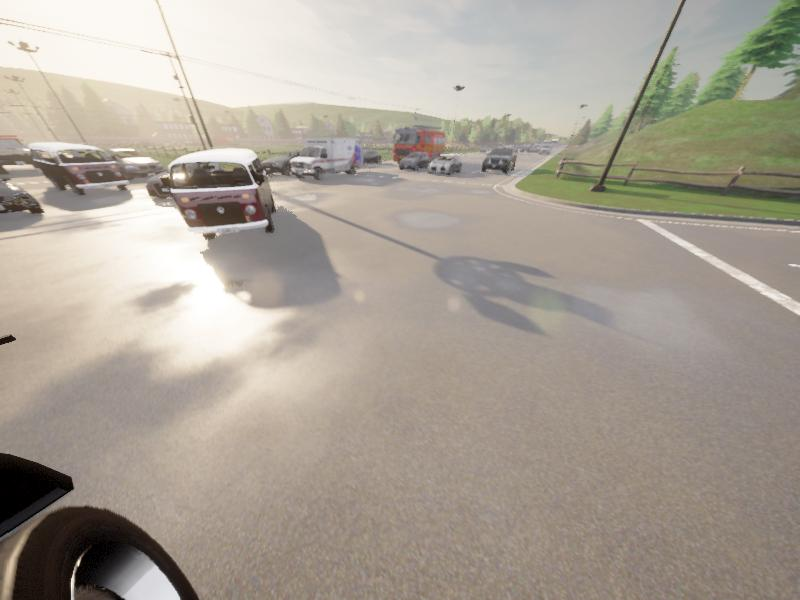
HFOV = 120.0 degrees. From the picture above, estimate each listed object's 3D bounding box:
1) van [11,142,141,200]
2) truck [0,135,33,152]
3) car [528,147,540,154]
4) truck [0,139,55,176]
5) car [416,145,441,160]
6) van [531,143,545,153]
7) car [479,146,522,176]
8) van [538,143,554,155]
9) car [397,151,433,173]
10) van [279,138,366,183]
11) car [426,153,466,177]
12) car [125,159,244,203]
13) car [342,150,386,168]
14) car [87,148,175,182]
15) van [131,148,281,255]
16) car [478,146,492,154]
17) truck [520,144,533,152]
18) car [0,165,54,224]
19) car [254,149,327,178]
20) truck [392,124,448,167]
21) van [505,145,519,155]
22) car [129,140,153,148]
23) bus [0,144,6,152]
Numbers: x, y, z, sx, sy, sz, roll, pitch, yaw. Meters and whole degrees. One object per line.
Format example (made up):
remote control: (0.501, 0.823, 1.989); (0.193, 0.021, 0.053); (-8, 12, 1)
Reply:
van: (-15.762, -6.457, 11.347); (4.480, 2.038, 2.069); (17, 38, 21)
truck: (-70.959, -28.692, 42.302); (5.204, 2.467, 2.627); (20, 39, 26)
car: (37.518, -41.875, 64.648); (1.994, 1.385, 4.181); (20, 39, 25)
truck: (-30.104, -11.160, 17.878); (6.274, 2.098, 2.390); (20, 39, 25)
car: (4.561, -23.535, 36.819); (1.932, 1.855, 4.605); (20, 38, 25)
van: (42.136, -46.482, 70.534); (2.351, 2.431, 6.366); (20, 39, 25)
car: (9.377, -12.916, 21.271); (2.150, 2.045, 5.566); (20, 39, 25)
van: (35.774, -36.963, 56.524); (2.351, 2.431, 6.366); (20, 39, 25)
car: (1.459, -13.058, 21.778); (1.845, 1.501, 3.633); (19, 39, 25)
van: (-5.297, -10.640, 17.325); (2.351, 2.431, 6.366); (15, 37, 20)
car: (3.967, -11.505, 19.611); (1.970, 1.475, 3.806); (19, 38, 24)
car: (-10.053, -5.967, 11.348); (1.994, 1.385, 4.181); (-1, 35, -2)
car: (-3.858, -15.757, 25.653); (2.163, 1.488, 4.792); (20, 39, 25)
car: (-18.250, -9.270, 15.738); (4.611, 1.667, 2.242); (17, 38, 23)
van: (-5.025, -3.322, 7.000); (2.069, 2.038, 4.480); (-13, 37, -19)
car: (22.325, -39.471, 60.716); (2.038, 1.542, 4.974); (20, 39, 25)
truck: (40.724, -48.829, 74.224); (2.390, 2.098, 6.274); (20, 39, 25)
car: (-14.454, -3.641, 7.777); (4.193, 1.474, 1.816); (16, 37, 21)
car: (-8.590, -11.182, 18.761); (2.152, 1.651, 5.027); (16, 37, 21)
truck: (2.581, -18.780, 28.119); (2.891, 3.827, 8.468); (20, 39, 25)
van: (27.384, -36.708, 56.385); (1.775, 1.987, 4.442); (20, 39, 25)
car: (-74.413, -44.907, 66.415); (1.905, 1.878, 3.866); (20, 39, 26)
bus: (-76.999, -29.393, 41.623); (10.273, 4.253, 3.944); (20, 39, 26)
